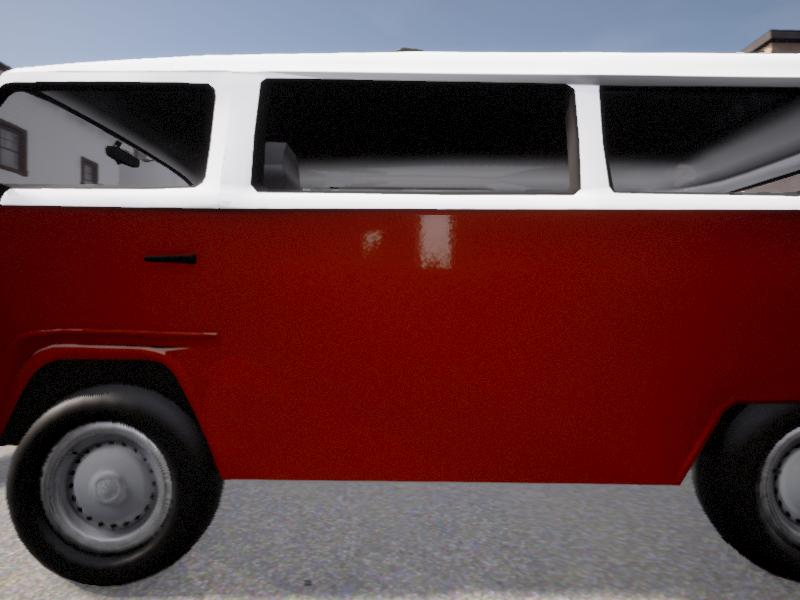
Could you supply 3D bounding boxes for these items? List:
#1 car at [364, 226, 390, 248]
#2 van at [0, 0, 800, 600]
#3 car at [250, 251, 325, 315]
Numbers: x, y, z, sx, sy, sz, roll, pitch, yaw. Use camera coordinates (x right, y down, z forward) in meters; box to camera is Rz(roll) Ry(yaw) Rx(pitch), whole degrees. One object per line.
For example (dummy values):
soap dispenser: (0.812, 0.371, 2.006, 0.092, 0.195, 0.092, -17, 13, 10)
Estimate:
car: (-1.737, -5.028, 31.555, 1.816, 1.474, 4.193, 0, 13, -1)
van: (0.176, -0.023, 2.188, 4.480, 2.038, 2.069, 1, 0, 0)
car: (-5.016, -0.977, 18.759, 2.033, 1.411, 5.357, 0, 20, -1)
